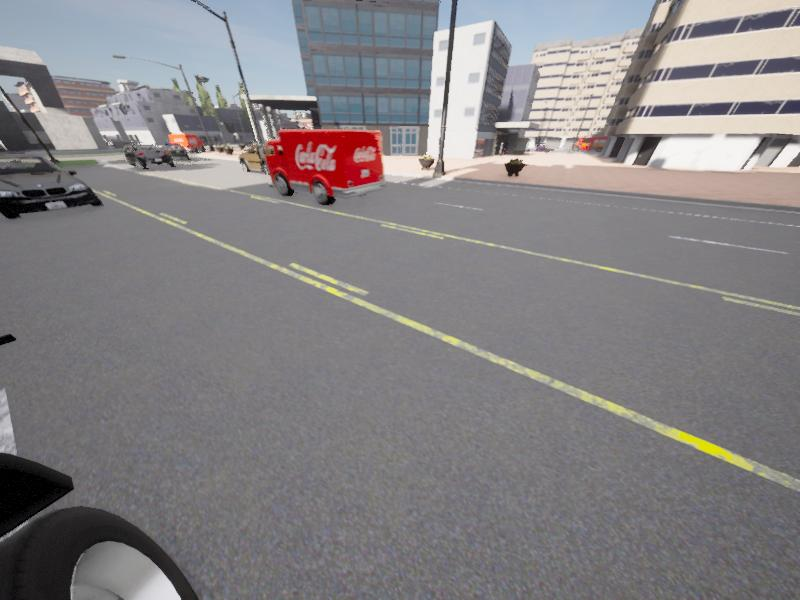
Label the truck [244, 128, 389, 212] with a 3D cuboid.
[{"bbox_3d":[-3.397,-5.679,9.783,5.204,2.467,2.627,21,40,26],"label":"truck"}]

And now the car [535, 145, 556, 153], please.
[{"bbox_3d":[37.398,-38.808,59.239,4.193,1.474,1.816,20,40,24],"label":"car"}]

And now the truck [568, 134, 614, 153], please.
[{"bbox_3d":[50.905,-42.017,61.985,8.468,3.827,2.891,20,40,25],"label":"truck"}]

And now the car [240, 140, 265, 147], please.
[{"bbox_3d":[-38.106,-40.607,59.853,1.837,1.490,4.892,26,43,31],"label":"car"}]

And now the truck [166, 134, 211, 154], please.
[{"bbox_3d":[-33.279,-24.746,36.576,2.627,2.467,5.204,-6,36,-9],"label":"truck"}]

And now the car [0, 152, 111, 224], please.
[{"bbox_3d":[-13.426,-4.294,8.440,4.611,1.667,2.242,20,40,26],"label":"car"}]

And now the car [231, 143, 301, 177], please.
[{"bbox_3d":[-9.658,-10.190,16.634,4.605,1.855,1.932,21,40,28],"label":"car"}]

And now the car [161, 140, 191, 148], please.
[{"bbox_3d":[-51.751,-36.063,53.363,4.674,1.442,1.812,1,35,1],"label":"car"}]

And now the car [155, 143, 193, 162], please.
[{"bbox_3d":[-25.068,-16.398,25.603,3.705,1.549,1.789,25,42,31],"label":"car"}]

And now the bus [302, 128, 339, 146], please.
[{"bbox_3d":[-24.286,-50.521,71.610,3.944,4.253,10.273,20,40,25],"label":"bus"}]

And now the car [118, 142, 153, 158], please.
[{"bbox_3d":[-34.293,-19.596,30.067,1.789,1.549,3.705,-18,39,-23],"label":"car"}]

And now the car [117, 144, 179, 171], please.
[{"bbox_3d":[-21.509,-12.278,19.733,5.027,1.651,2.152,23,41,28],"label":"car"}]

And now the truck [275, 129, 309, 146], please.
[{"bbox_3d":[-31.322,-47.515,67.670,2.891,3.827,8.468,20,40,25],"label":"truck"}]
